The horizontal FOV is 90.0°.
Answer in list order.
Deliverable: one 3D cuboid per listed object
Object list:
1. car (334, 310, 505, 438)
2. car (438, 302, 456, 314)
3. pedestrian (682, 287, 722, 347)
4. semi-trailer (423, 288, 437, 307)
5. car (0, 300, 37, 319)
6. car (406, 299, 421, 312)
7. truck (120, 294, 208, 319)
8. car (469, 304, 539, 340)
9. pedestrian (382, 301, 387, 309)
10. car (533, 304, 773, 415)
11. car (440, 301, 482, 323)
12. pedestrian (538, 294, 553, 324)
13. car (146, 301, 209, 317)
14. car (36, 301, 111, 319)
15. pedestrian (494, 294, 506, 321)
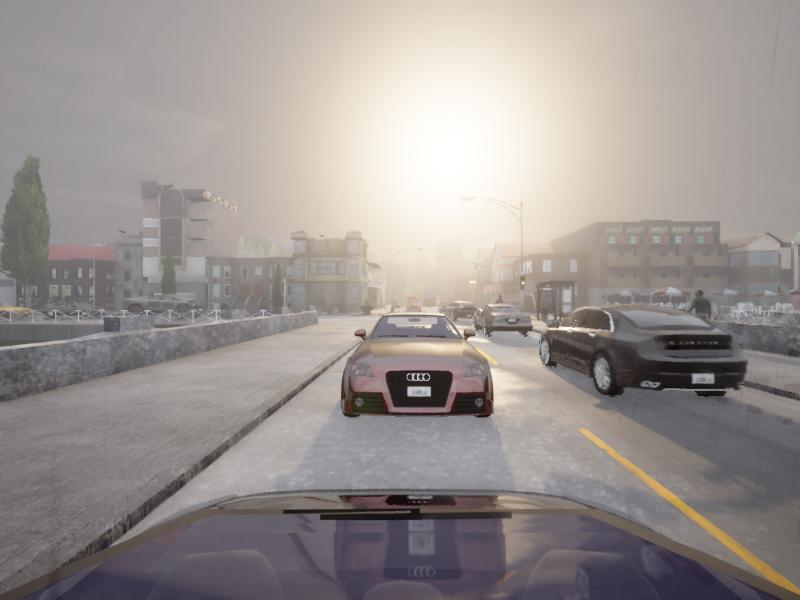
[{"bbox_3d":[0.239,0.907,6.750,1.994,1.385,4.181,0,0,0],"label":"car"},{"bbox_3d":[5.655,0.944,48.655,1.895,1.301,4.718,0,0,2],"label":"car"},{"bbox_3d":[9.727,0.533,12.912,0.751,1.860,0.751,0,0,3],"label":"pedestrian"},{"bbox_3d":[7.345,-0.620,99.523,2.717,4.402,14.254,0,0,2],"label":"semi-trailer"},{"bbox_3d":[-35.539,0.801,35.340,5.366,1.575,1.801,0,0,2],"label":"car"},{"bbox_3d":[1.929,0.694,56.940,2.097,1.767,4.553,0,0,2],"label":"car"},{"bbox_3d":[-20.415,0.542,34.832,6.274,2.098,2.390,0,0,2],"label":"truck"},{"bbox_3d":[4.664,0.895,18.815,2.033,1.411,5.357,0,0,2],"label":"car"},{"bbox_3d":[-2.540,0.813,67.114,0.751,1.300,0.751,0,0,2],"label":"pedestrian"},{"bbox_3d":[4.303,0.845,7.982,1.837,1.490,4.892,0,0,2],"label":"car"},{"bbox_3d":[4.505,0.845,30.408,1.837,1.490,4.892,1,0,-8],"label":"car"},{"bbox_3d":[9.110,0.533,25.042,0.751,1.860,0.751,0,0,9],"label":"pedestrian"},{"bbox_3d":[-21.563,0.836,38.873,4.902,1.511,2.128,0,0,2],"label":"car"},{"bbox_3d":[-28.550,0.836,35.105,4.902,1.511,2.128,0,0,2],"label":"car"},{"bbox_3d":[7.233,0.533,28.901,0.751,1.860,0.751,0,0,19],"label":"pedestrian"}]
